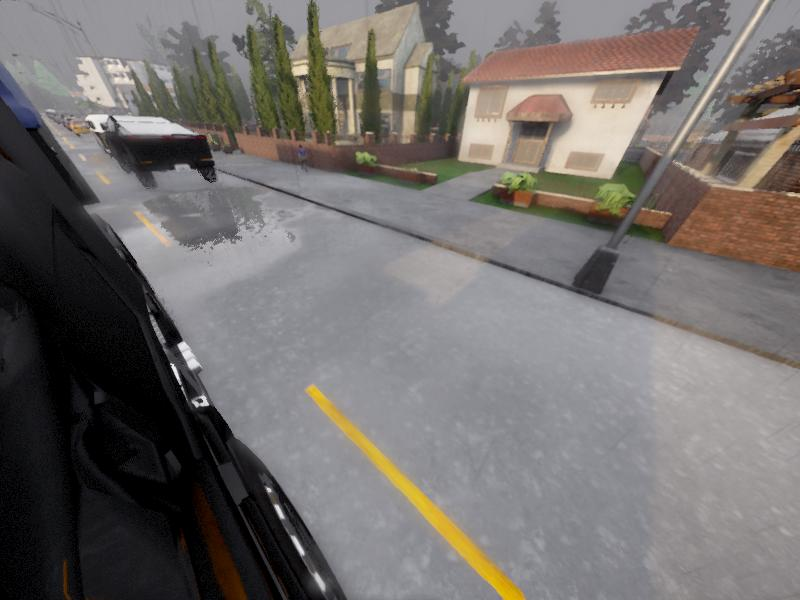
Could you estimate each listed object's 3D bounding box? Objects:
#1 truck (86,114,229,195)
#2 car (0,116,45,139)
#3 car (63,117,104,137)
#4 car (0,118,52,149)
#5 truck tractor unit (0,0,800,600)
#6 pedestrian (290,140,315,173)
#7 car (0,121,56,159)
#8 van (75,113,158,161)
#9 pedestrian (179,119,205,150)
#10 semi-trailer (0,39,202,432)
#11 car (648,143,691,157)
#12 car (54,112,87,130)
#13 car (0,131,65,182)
[{"bbox_3d":[-10.053,-6.218,9.517,6.274,2.098,2.390,28,44,30],"label":"truck"},{"bbox_3d":[-34.991,-15.938,21.317,4.193,1.474,1.816,27,43,29],"label":"car"},{"bbox_3d":[-34.239,-18.708,24.963,5.366,1.575,1.801,28,44,30],"label":"car"},{"bbox_3d":[-27.078,-11.901,16.427,4.514,1.525,2.007,28,44,30],"label":"car"},{"bbox_3d":[-2.645,-0.295,0.351,6.516,4.208,3.053,28,44,30],"label":"truck tractor unit"},{"bbox_3d":[-4.931,-7.243,11.671,0.751,1.300,0.751,-21,43,-28],"label":"pedestrian"},{"bbox_3d":[-21.948,-9.229,13.213,4.514,1.525,2.007,28,44,30],"label":"car"},{"bbox_3d":[-17.298,-9.988,14.101,4.480,2.038,2.069,28,44,30],"label":"van"},{"bbox_3d":[-15.891,-12.644,17.664,0.751,1.860,0.751,-28,47,-35],"label":"pedestrian"},{"bbox_3d":[-8.729,-3.594,4.183,14.254,4.402,2.717,28,44,29],"label":"semi-trailer"},{"bbox_3d":[50.746,-28.436,43.728,5.027,1.651,2.152,28,43,29],"label":"car"},{"bbox_3d":[-48.439,-26.323,33.910,4.605,1.855,1.932,28,44,29],"label":"car"},{"bbox_3d":[-15.874,-5.960,9.420,4.181,1.385,1.994,28,43,30],"label":"car"}]
